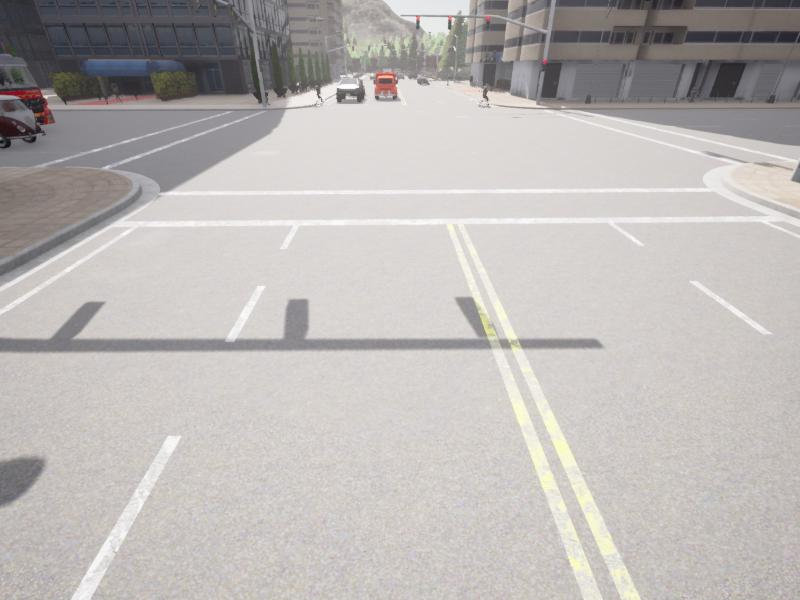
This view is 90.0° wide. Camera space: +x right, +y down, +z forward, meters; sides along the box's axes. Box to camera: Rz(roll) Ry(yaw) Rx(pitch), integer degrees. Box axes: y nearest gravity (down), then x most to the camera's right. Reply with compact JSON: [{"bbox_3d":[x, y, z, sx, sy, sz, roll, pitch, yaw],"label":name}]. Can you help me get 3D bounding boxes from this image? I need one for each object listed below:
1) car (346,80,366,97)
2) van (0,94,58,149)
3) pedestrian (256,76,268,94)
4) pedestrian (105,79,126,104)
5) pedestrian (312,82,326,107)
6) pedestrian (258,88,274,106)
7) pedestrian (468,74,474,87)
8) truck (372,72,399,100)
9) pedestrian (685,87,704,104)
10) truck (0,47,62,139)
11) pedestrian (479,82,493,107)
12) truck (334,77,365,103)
[{"bbox_3d":[-5.104,-24.990,47.235,1.801,1.575,5.366,-1,30,-1],"label":"car"},{"bbox_3d":[-18.070,-7.700,17.225,4.442,1.987,1.775,-1,30,-2],"label":"van"},{"bbox_3d":[-16.510,-25.743,47.860,0.751,1.860,0.751,4,31,8],"label":"pedestrian"},{"bbox_3d":[-24.955,-18.289,35.127,0.751,1.860,0.751,16,34,25],"label":"pedestrian"},{"bbox_3d":[-6.874,-17.508,34.097,0.751,1.860,0.751,4,31,7],"label":"pedestrian"},{"bbox_3d":[-11.242,-17.033,33.537,0.751,1.300,0.751,12,32,19],"label":"pedestrian"},{"bbox_3d":[11.175,-34.516,62.921,0.751,1.860,0.751,1,30,1],"label":"pedestrian"},{"bbox_3d":[-1.525,-22.950,42.861,2.627,2.467,5.204,-1,30,-1],"label":"truck"},{"bbox_3d":[25.763,-17.883,35.003,0.751,1.300,0.751,-1,30,-1],"label":"pedestrian"},{"bbox_3d":[-22.770,-10.174,19.638,8.468,3.827,2.891,-1,30,-2],"label":"truck"},{"bbox_3d":[7.348,-17.587,34.236,0.751,1.860,0.751,-2,30,-3],"label":"pedestrian"},{"bbox_3d":[-4.965,-21.264,40.341,2.390,2.098,6.274,-1,30,-1],"label":"truck"}]
